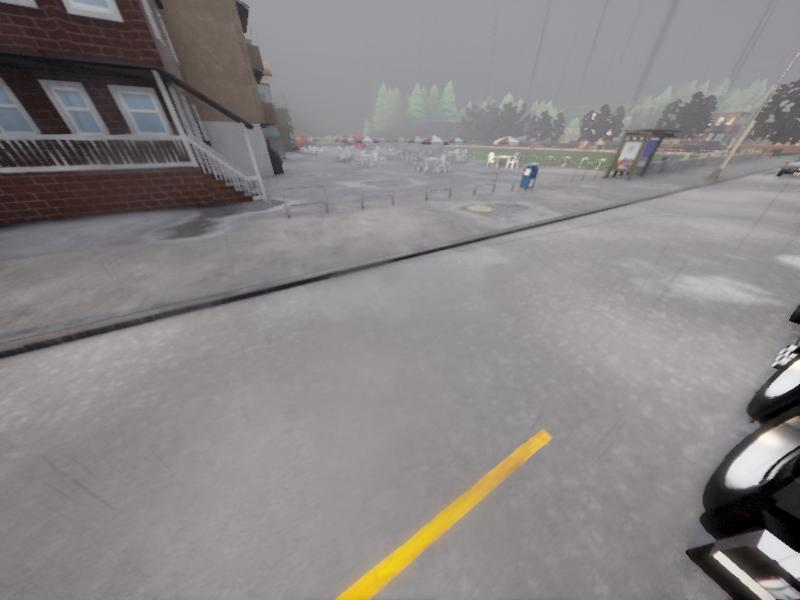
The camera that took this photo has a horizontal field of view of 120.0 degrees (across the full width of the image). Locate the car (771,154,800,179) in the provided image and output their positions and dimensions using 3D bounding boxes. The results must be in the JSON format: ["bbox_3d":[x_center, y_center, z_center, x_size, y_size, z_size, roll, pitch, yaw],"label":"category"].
[{"bbox_3d":[32.062,-10.518,18.187,5.357,1.411,2.033,-18,39,-24],"label":"car"}]

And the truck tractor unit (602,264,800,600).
[{"bbox_3d":[5.111,-0.301,0.782,6.516,4.208,3.053,-18,39,-24],"label":"truck tractor unit"}]
